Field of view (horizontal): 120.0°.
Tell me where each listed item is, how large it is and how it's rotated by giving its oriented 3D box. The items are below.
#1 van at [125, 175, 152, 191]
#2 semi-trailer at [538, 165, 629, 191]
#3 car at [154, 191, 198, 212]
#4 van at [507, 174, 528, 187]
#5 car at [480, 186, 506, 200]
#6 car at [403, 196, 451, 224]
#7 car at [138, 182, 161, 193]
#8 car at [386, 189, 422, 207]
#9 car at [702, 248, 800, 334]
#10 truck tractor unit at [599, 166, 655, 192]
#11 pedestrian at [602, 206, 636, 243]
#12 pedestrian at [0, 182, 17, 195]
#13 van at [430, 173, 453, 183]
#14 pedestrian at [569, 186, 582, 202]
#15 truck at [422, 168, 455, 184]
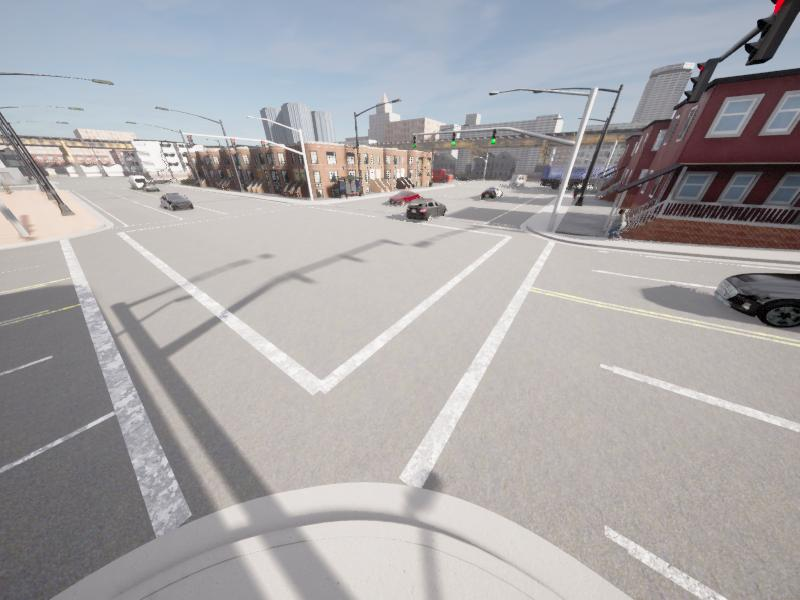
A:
[{"bbox_3d":[-54.032,-24.244,47.712,5.915,2.561,1.988,20,36,31],"label":"van"},{"bbox_3d":[36.175,-24.438,46.183,14.254,4.402,2.717,2,29,3],"label":"semi-trailer"},{"bbox_3d":[-25.064,-11.054,25.804,5.238,1.638,1.930,20,36,31],"label":"car"},{"bbox_3d":[28.924,-29.594,57.131,2.351,2.431,6.366,3,30,5],"label":"van"},{"bbox_3d":[13.964,-16.106,34.658,2.038,1.542,4.974,20,35,31],"label":"car"},{"bbox_3d":[2.501,-8.395,21.169,2.242,1.667,4.611,20,36,31],"label":"car"},{"bbox_3d":[-47.543,-21.412,43.855,3.988,1.617,1.851,20,36,31],"label":"car"},{"bbox_3d":[0.607,-12.938,29.172,1.882,1.535,5.008,20,36,31],"label":"car"},{"bbox_3d":[12.056,0.004,5.797,4.856,1.649,2.033,15,33,33],"label":"car"},{"bbox_3d":[43.736,-23.628,44.994,6.516,4.208,3.053,19,35,30],"label":"truck tractor unit"},{"bbox_3d":[12.780,-4.429,13.516,0.751,1.860,0.751,-24,38,-35],"label":"pedestrian"},{"bbox_3d":[-65.603,-18.693,38.597,0.751,1.860,0.751,-22,37,-33],"label":"pedestrian"},{"bbox_3d":[12.431,-36.600,69.265,6.366,2.431,2.351,21,36,31],"label":"van"},{"bbox_3d":[22.657,-13.701,29.817,0.751,1.860,0.751,24,38,35],"label":"pedestrian"},{"bbox_3d":[10.876,-35.575,66.093,8.468,3.827,2.891,20,36,31],"label":"truck"}]
